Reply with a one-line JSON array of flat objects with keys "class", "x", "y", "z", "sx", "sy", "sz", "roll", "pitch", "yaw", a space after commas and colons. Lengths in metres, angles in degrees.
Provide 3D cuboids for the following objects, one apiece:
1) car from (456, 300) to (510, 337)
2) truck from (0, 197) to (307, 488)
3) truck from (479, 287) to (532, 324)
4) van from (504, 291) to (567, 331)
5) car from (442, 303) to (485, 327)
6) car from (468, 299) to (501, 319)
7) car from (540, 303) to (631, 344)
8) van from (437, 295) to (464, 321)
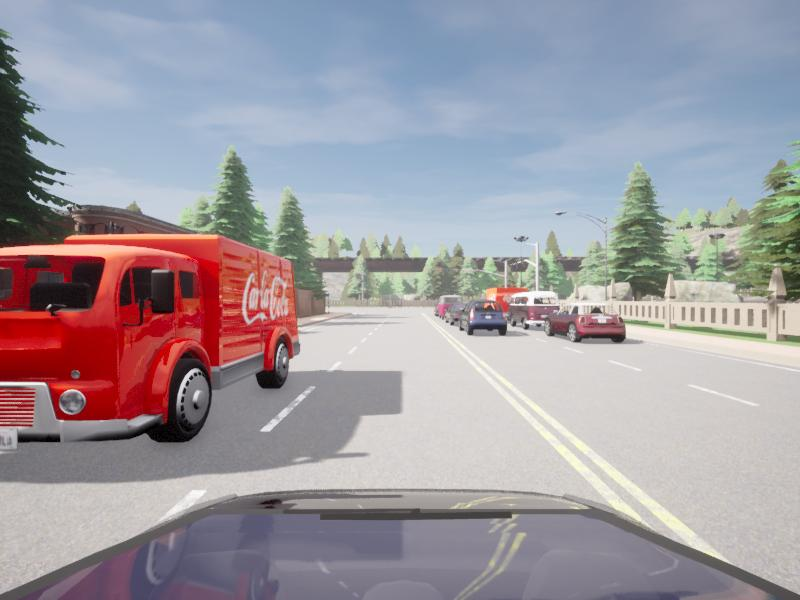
[{"class": "car", "x": 3.884, "y": 0.788, "z": 19.320, "sx": 1.851, "sy": 1.617, "sz": 3.988, "roll": 0, "pitch": 0, "yaw": 1}, {"class": "truck", "x": -3.370, "y": 0.353, "z": 6.016, "sx": 2.627, "sy": 2.467, "sz": 5.204, "roll": 0, "pitch": 0, "yaw": 1}, {"class": "truck", "x": 7.576, "y": 0.357, "z": 29.430, "sx": 2.627, "sy": 2.467, "sz": 5.204, "roll": 0, "pitch": 0, "yaw": 1}, {"class": "van", "x": 7.443, "y": 0.571, "z": 22.492, "sx": 2.069, "sy": 2.038, "sz": 4.480, "roll": 0, "pitch": 0, "yaw": 1}, {"class": "car", "x": 4.012, "y": 0.895, "z": 26.078, "sx": 2.033, "sy": 1.411, "sz": 5.357, "roll": 0, "pitch": 0, "yaw": 1}, {"class": "car", "x": 7.714, "y": 0.778, "z": 36.930, "sx": 2.033, "sy": 1.649, "sz": 4.856, "roll": 0, "pitch": 0, "yaw": 1}, {"class": "car", "x": 7.326, "y": 0.853, "z": 16.244, "sx": 1.970, "sy": 1.475, "sz": 3.806, "roll": 0, "pitch": 0, "yaw": 1}, {"class": "van", "x": 4.143, "y": 0.599, "z": 33.180, "sx": 1.775, "sy": 1.987, "sz": 4.442, "roll": 0, "pitch": 0, "yaw": 1}]
